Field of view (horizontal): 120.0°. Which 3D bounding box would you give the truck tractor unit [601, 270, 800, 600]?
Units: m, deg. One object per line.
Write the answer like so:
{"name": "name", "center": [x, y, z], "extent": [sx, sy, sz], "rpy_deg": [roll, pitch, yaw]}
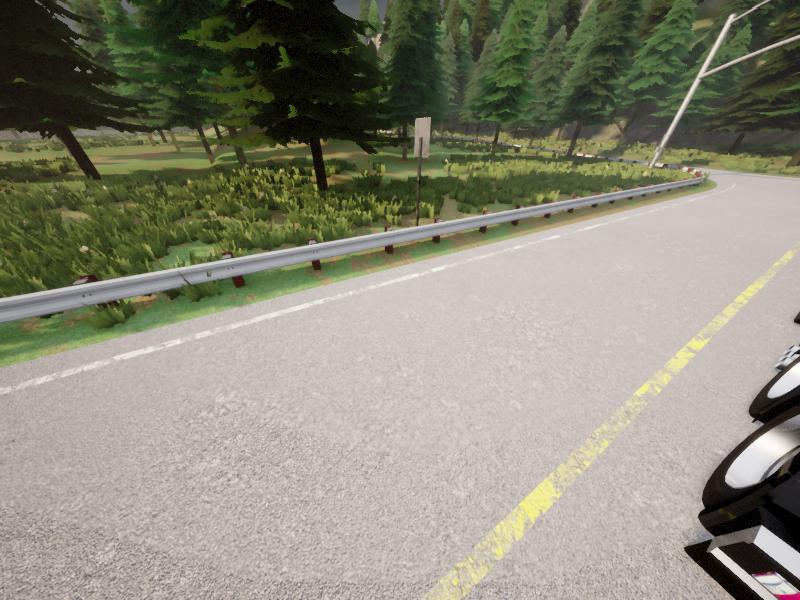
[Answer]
{"name": "truck tractor unit", "center": [5.120, -0.292, 0.768], "extent": [6.516, 4.208, 3.053], "rpy_deg": [-18, 39, -24]}
